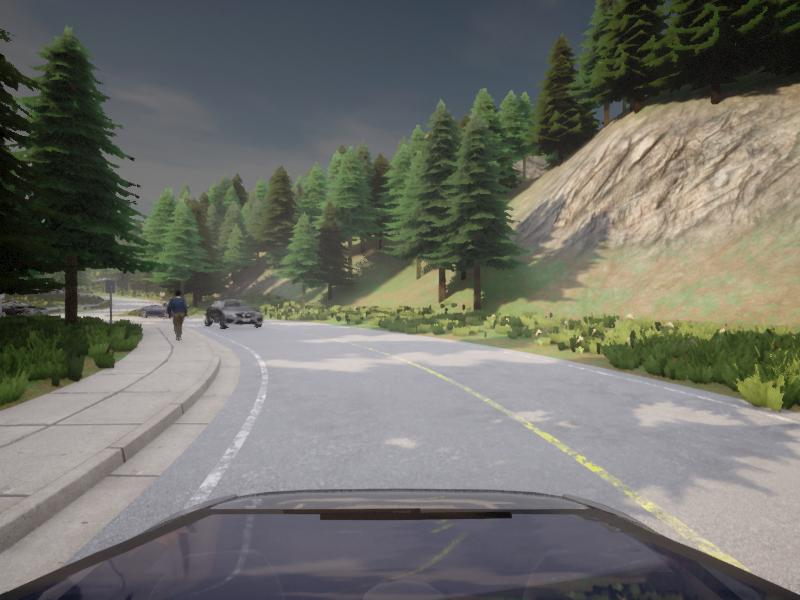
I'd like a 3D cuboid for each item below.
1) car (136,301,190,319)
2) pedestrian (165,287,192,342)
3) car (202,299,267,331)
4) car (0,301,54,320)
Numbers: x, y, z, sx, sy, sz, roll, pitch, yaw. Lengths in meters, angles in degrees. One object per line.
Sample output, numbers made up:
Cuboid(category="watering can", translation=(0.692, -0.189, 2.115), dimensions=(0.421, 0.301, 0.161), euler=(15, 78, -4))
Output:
Cuboid(category="car", translation=(-20.444, 0.853, 34.525), dimensions=(3.806, 1.475, 1.970), euler=(0, 0, 17))
Cuboid(category="pedestrian", translation=(-7.693, 0.485, 13.897), dimensions=(0.751, 1.860, 0.751), euler=(0, 0, -33))
Cuboid(category="car", translation=(-9.714, 0.781, 23.203), dimensions=(2.152, 1.651, 5.027), euler=(0, 0, -38))
Cuboid(category="car", translation=(-31.590, 0.840, 32.459), dimensions=(4.902, 1.511, 2.128), euler=(0, 0, -10))
